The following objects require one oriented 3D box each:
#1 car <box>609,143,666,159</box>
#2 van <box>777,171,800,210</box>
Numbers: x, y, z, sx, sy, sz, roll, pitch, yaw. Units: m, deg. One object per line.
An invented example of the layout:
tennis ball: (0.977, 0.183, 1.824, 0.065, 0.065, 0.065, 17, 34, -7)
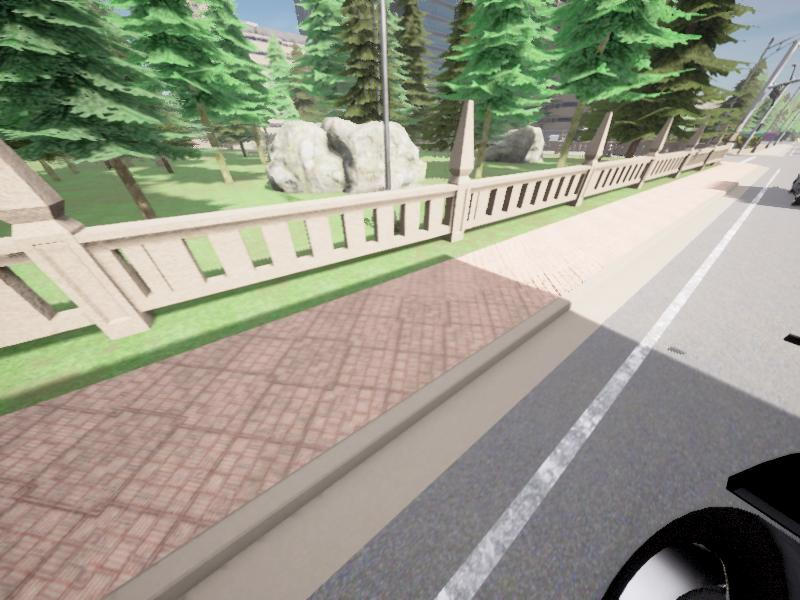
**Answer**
car: (30.110, -19.127, 29.489, 2.007, 1.525, 4.514, -22, 41, -28)
van: (17.715, -5.056, 8.841, 6.366, 2.431, 2.351, -22, 41, -28)
